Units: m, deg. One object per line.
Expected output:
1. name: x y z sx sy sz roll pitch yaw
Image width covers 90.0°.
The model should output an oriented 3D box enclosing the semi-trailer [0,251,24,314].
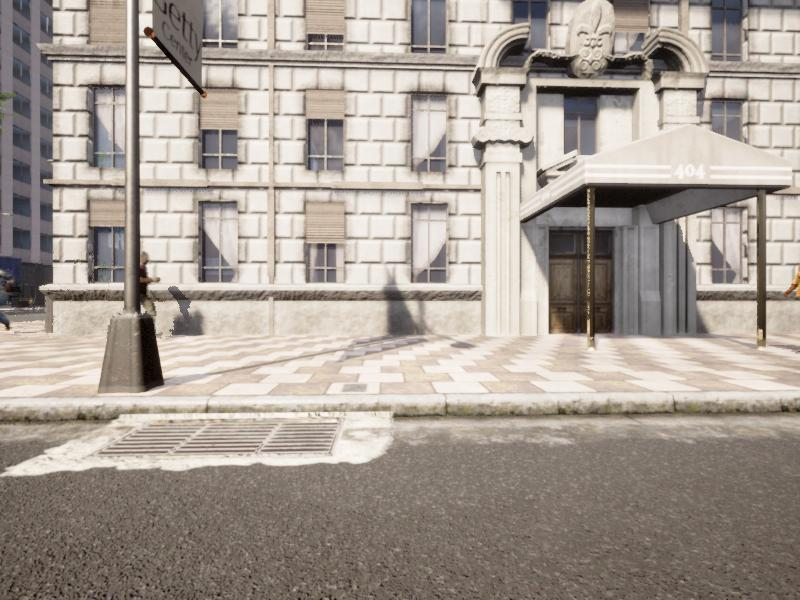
1. semi-trailer: -29.145 -1.217 22.491 2.717 4.402 14.254 0 0 0

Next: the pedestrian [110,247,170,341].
1. pedestrian: -5.350 -0.115 8.261 0.751 1.860 0.751 0 0 -1

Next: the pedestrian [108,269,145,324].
1. pedestrian: -9.515 -0.115 13.936 0.751 1.860 0.751 0 0 4

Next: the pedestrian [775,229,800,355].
1. pedestrian: 6.299 -0.115 5.940 0.751 1.860 0.751 0 0 0

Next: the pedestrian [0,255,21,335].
1. pedestrian: -9.689 -0.115 9.466 0.751 1.860 0.751 0 0 -2
